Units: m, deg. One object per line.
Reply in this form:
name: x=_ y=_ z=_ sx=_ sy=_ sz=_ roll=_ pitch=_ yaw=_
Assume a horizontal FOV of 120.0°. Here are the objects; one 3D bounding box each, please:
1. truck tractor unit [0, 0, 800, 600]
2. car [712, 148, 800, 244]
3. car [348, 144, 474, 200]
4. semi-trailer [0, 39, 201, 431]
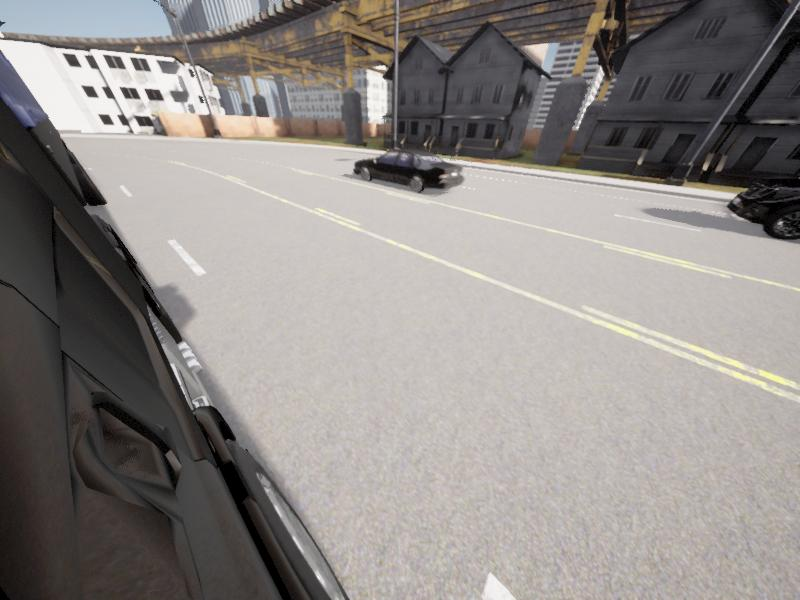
truck tractor unit: x=-2.645 y=-0.295 z=0.352 sx=6.516 sy=4.208 sz=3.053 roll=28 pitch=44 yaw=30
car: x=12.657 y=-2.232 z=5.614 sx=5.566 sy=2.045 sz=2.150 roll=29 pitch=44 yaw=31
car: x=0.250 y=-5.933 z=10.372 sx=5.357 sy=1.411 sz=2.033 roll=29 pitch=44 yaw=30
semi-trailer: x=-8.678 y=-3.610 z=4.260 sx=14.254 sy=4.402 sz=2.717 roll=28 pitch=44 yaw=30
